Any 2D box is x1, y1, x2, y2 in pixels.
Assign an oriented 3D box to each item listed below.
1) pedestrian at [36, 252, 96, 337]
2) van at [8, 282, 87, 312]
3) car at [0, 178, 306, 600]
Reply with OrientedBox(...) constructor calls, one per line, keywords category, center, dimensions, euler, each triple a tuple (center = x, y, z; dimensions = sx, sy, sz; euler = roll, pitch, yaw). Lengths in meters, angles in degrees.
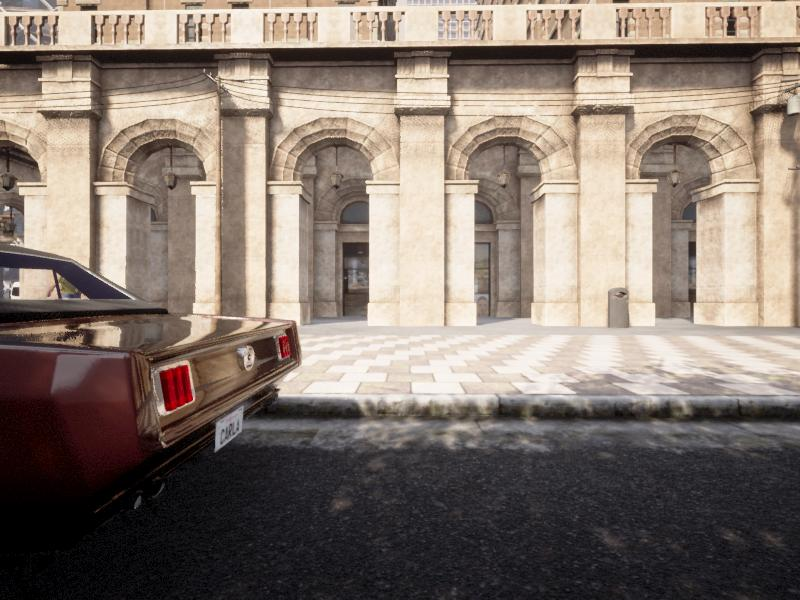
OrientedBox(category="pedestrian", center=(-7.570, -0.115, 9.100), dimensions=(0.751, 1.860, 0.751), euler=(0, 0, 2))
OrientedBox(category="van", center=(-32.401, -0.278, 37.096), dimensions=(1.988, 2.561, 5.915), euler=(0, 0, 1))
OrientedBox(category="car", center=(-3.058, 0.338, 2.008), dimensions=(4.718, 1.301, 1.895), euler=(0, 0, 1))
